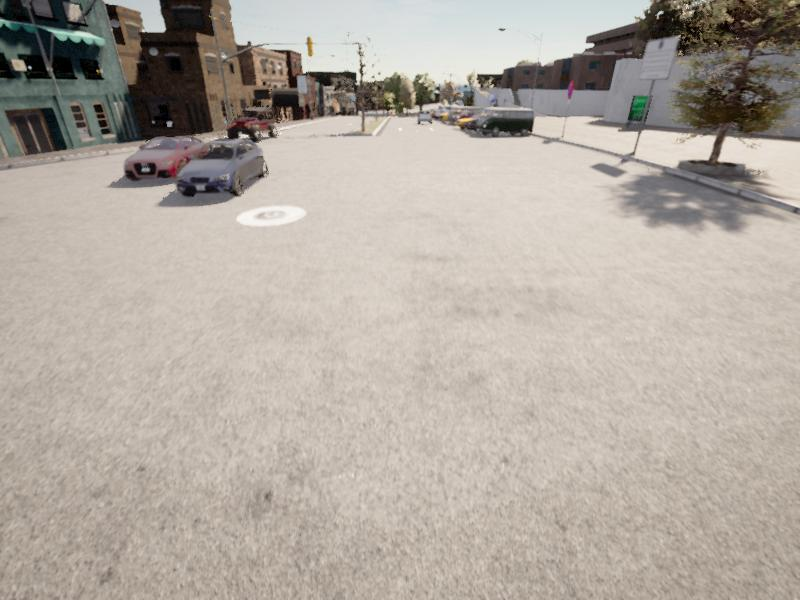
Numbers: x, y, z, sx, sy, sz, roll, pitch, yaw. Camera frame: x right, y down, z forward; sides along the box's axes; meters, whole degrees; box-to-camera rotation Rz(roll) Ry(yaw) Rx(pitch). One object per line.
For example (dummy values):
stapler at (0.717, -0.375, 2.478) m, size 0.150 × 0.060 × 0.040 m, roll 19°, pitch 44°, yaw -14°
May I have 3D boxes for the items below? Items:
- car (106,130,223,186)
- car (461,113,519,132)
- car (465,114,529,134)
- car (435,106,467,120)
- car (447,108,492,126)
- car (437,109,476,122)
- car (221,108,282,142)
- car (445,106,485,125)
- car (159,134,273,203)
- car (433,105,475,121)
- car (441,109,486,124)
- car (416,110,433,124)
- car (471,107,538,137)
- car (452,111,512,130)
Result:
car at (-8.864, -5.639, 15.612) m, size 1.994 × 1.385 × 4.181 m, roll 0°, pitch 29°, yaw 0°
car at (8.090, -16.029, 36.143) m, size 4.674 × 1.452 × 2.002 m, roll -8°, pitch 28°, yaw -18°
car at (8.083, -14.721, 33.472) m, size 4.674 × 1.452 × 2.002 m, roll -8°, pitch 27°, yaw -18°
car at (7.988, -29.324, 62.748) m, size 4.442 × 1.987 × 1.878 m, roll -8°, pitch 27°, yaw -18°
car at (8.122, -21.419, 46.780) m, size 4.553 × 1.767 × 2.185 m, roll -8°, pitch 28°, yaw -18°
car at (8.096, -26.537, 57.527) m, size 5.008 × 1.535 × 2.097 m, roll -8°, pitch 28°, yaw -18°
car at (-9.634, -11.594, 26.339) m, size 1.905 × 1.878 × 3.866 m, roll 6°, pitch 27°, yaw 10°
car at (7.987, -22.798, 49.363) m, size 4.442 × 1.987 × 1.878 m, roll -8°, pitch 28°, yaw -18°
car at (-5.864, -4.543, 13.437) m, size 1.816 × 1.474 × 4.193 m, roll 0°, pitch 29°, yaw 0°
car at (8.120, -28.073, 60.107) m, size 5.566 × 2.045 × 2.435 m, roll -8°, pitch 27°, yaw -18°
car at (8.263, -23.952, 52.239) m, size 5.366 × 1.575 × 1.946 m, roll -8°, pitch 27°, yaw -18°
car at (3.021, -22.770, 49.745) m, size 1.845 × 1.501 × 3.633 m, roll 0°, pitch 26°, yaw 0°
car at (7.983, -13.632, 30.638) m, size 4.442 × 1.987 × 1.878 m, roll -8°, pitch 28°, yaw -18°
car at (7.915, -17.352, 38.740) m, size 5.366 × 1.575 × 1.946 m, roll -8°, pitch 28°, yaw -18°
